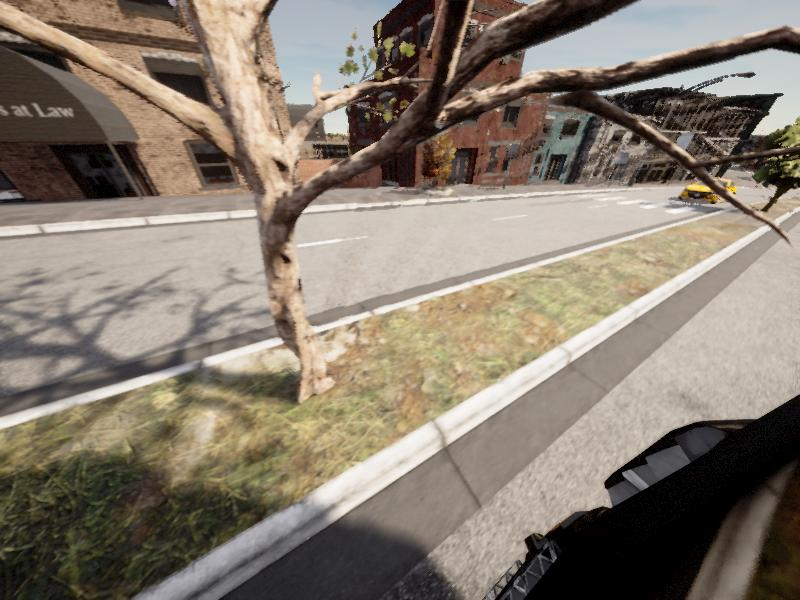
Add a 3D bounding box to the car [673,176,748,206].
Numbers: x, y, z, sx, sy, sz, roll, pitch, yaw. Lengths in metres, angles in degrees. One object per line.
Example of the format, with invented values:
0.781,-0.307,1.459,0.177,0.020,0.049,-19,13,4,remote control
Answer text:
22.117,-7.834,16.458,5.008,1.535,1.882,-15,37,-26,car
